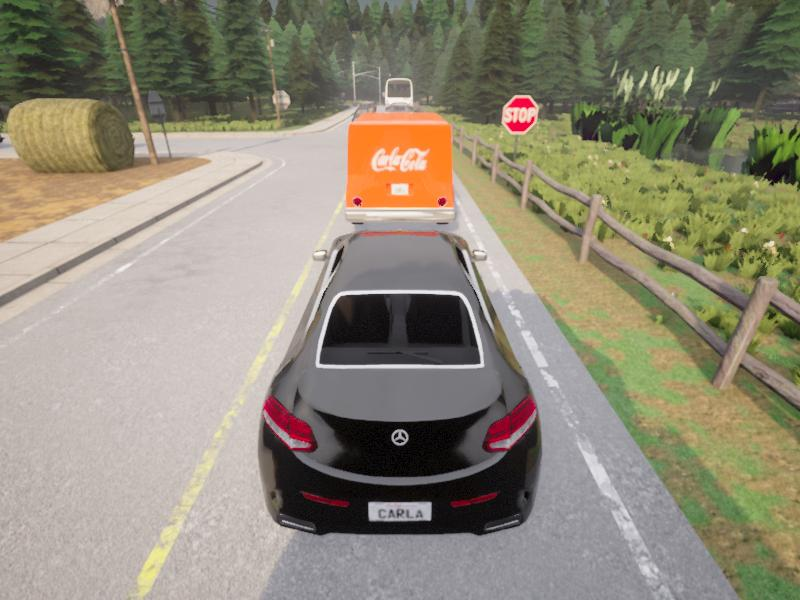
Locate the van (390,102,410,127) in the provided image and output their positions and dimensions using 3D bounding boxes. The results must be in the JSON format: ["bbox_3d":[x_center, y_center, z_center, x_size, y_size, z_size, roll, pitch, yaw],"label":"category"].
[{"bbox_3d":[-0.024,-17.636,38.008,1.775,1.987,4.442,0,27,0],"label":"van"}]

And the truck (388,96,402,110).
[{"bbox_3d":[-0.947,-36.560,74.092,2.390,2.098,6.274,-1,28,-1],"label":"truck"}]

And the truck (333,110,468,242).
[{"bbox_3d":[0.002,-3.604,10.663,2.627,2.467,5.204,0,28,0],"label":"truck"}]

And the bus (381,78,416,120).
[{"bbox_3d":[-0.340,-25.432,50.493,3.944,4.253,10.273,-1,28,-1],"label":"bus"}]

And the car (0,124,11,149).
[{"bbox_3d":[-25.916,-9.386,23.062,4.718,1.301,1.895,-1,28,-2],"label":"car"}]

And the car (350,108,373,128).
[{"bbox_3d":[-3.499,-16.991,37.258,1.789,1.549,3.705,0,27,0],"label":"car"}]

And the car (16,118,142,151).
[{"bbox_3d":[-18.500,-9.680,23.316,5.366,1.575,1.801,-1,28,-2],"label":"car"}]

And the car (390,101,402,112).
[{"bbox_3d":[-0.712,-32.341,66.727,2.007,1.525,4.514,-1,28,-1],"label":"car"}]

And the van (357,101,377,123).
[{"bbox_3d":[-3.505,-20.567,43.620,1.775,1.987,4.442,0,28,0],"label":"van"}]

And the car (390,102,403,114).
[{"bbox_3d":[-0.505,-28.866,60.058,1.816,1.474,4.193,-1,28,-1],"label":"car"}]

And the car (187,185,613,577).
[{"bbox_3d":[0.000,0.029,4.630,2.152,1.651,5.027,0,28,0],"label":"car"}]
